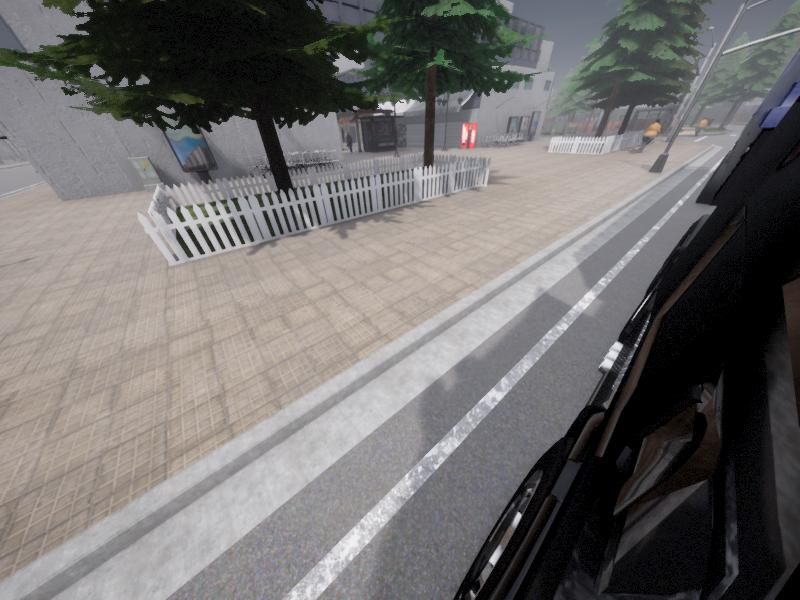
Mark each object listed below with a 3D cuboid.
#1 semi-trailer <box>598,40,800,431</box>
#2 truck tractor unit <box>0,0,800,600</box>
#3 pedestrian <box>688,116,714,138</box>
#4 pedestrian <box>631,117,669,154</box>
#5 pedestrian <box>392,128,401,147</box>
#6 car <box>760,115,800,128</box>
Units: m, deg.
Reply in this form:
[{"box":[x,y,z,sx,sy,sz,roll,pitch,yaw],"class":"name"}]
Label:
[{"box":[8.678,-3.621,4.245,14.254,4.402,2.717,-28,44,-30],"class":"semi-trailer"},{"box":[2.645,-0.295,0.352,6.516,4.208,3.053,-28,44,-30],"class":"truck tractor unit"},{"box":[32.580,-18.765,25.037,0.751,1.860,0.751,-15,38,-16],"class":"pedestrian"},{"box":[16.099,-10.587,14.917,0.751,1.860,0.751,-17,39,-18],"class":"pedestrian"},{"box":[-0.381,-19.778,28.108,0.751,1.860,0.751,-27,43,-29],"class":"pedestrian"},{"box":[55.425,-25.978,33.657,1.994,1.385,4.181,23,44,30],"class":"car"}]
